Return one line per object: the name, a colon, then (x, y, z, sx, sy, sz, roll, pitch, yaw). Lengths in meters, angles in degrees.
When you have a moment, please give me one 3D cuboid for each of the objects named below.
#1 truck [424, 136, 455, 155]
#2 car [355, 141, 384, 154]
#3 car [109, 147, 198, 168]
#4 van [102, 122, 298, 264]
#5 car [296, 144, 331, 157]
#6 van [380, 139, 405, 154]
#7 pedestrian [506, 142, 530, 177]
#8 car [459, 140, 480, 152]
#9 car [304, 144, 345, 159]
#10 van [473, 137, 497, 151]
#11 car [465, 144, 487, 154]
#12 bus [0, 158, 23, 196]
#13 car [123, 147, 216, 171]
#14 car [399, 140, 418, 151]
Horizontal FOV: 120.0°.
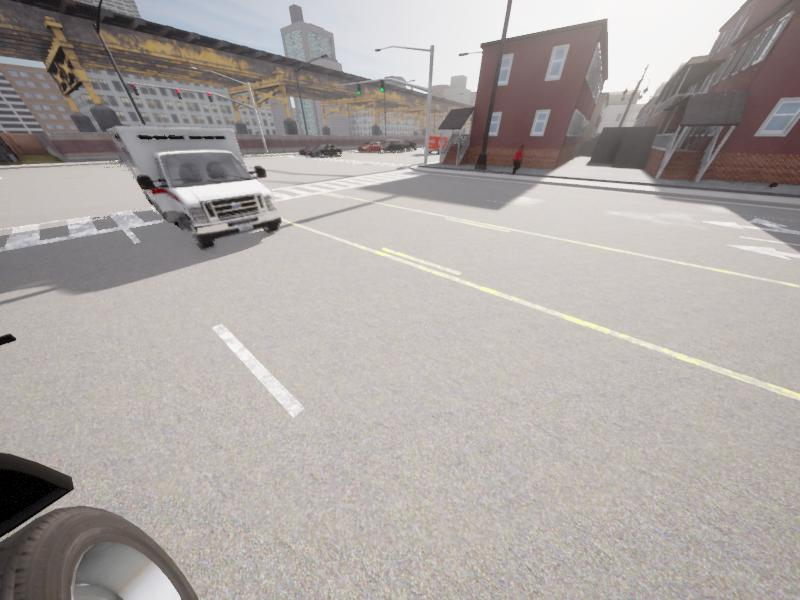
truck: (6.565, -25.547, 38.082, 2.627, 2.467, 5.204, 24, 42, 30)
car: (-5.199, -26.407, 39.921, 2.242, 1.667, 4.611, 24, 42, 30)
car: (-22.754, -13.416, 21.593, 2.033, 1.411, 5.357, 24, 42, 30)
van: (-5.996, -3.521, 6.765, 6.366, 2.431, 2.351, 28, 43, 33)
car: (-12.152, -21.184, 32.718, 1.994, 1.385, 4.181, 24, 42, 30)
van: (-1.218, -26.185, 39.356, 1.775, 1.987, 4.442, 24, 42, 30)
pedestrian: (7.672, -9.141, 15.025, 0.751, 1.860, 0.751, 23, 41, 29)
car: (13.745, -30.575, 45.786, 1.932, 1.855, 4.605, 24, 42, 30)
car: (-9.821, -19.670, 30.474, 1.837, 1.490, 4.892, 24, 42, 30)
van: (18.657, -34.401, 50.775, 2.351, 2.431, 6.366, 24, 42, 30)
car: (13.440, -26.876, 40.977, 1.994, 1.385, 4.181, 25, 42, 31)
bus: (-22.492, -5.061, 7.258, 3.944, 4.253, 10.273, 24, 42, 30)
car: (-19.732, -12.359, 20.114, 2.033, 1.411, 5.357, 24, 42, 30)
car: (1.825, -31.653, 47.226, 1.905, 1.878, 3.866, 24, 41, 30)
